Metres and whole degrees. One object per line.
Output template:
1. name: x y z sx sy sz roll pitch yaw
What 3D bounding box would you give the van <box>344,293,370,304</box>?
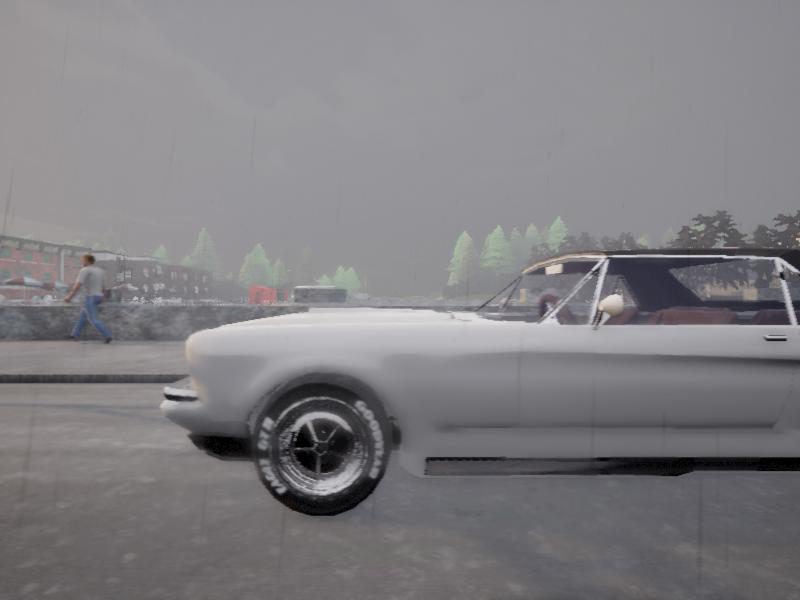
1. van: -10.001 -0.294 93.115 5.915 2.561 1.988 0 0 0

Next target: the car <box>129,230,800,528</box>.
1. car: 1.171 0.344 2.700 4.718 1.301 1.895 0 0 0

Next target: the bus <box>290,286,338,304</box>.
1. bus: -19.956 -1.128 92.986 10.273 4.253 3.944 0 0 0

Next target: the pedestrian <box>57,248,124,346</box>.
1. pedestrian: -6.122 -0.063 7.944 0.751 1.860 0.751 0 0 0
